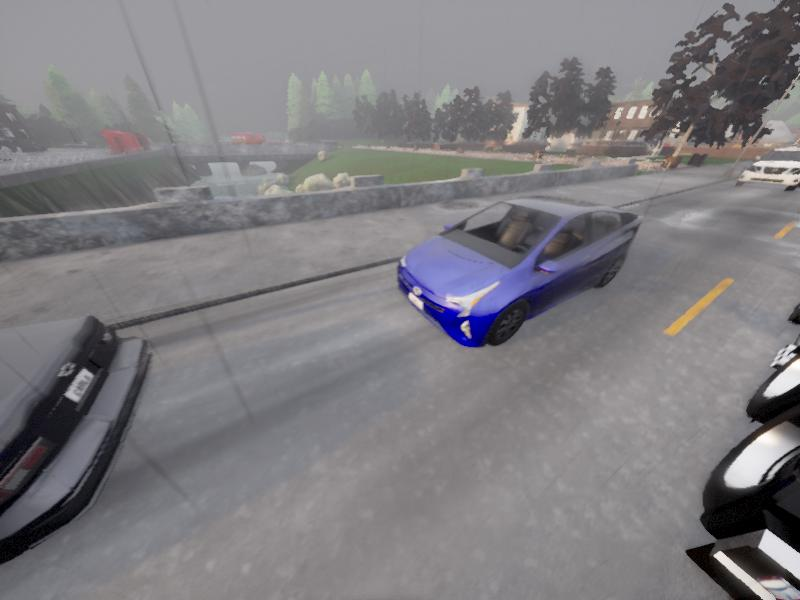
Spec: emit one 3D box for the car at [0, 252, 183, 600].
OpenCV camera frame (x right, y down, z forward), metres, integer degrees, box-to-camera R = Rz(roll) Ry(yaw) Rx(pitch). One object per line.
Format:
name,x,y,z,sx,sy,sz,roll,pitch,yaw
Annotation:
car,-4.601,1.390,0.748,5.357,1.411,2.033,-18,39,-24

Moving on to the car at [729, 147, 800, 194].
car,22.821,-7.879,13.778,5.566,2.045,2.150,-18,39,-25

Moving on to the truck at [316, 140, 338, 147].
truck,-24.264,-52.125,76.896,6.274,2.098,2.390,-18,39,-24

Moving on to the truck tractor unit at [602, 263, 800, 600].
truck tractor unit,5.114,-0.296,0.786,6.516,4.208,3.053,-18,39,-24

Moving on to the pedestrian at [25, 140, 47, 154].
pedestrian,-55.005,-23.135,34.928,0.751,1.860,0.751,-18,39,-25

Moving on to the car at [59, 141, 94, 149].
car,-74.278,-35.602,53.179,4.193,1.474,1.816,-18,39,-24

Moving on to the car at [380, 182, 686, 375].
car,2.168,-0.872,3.952,4.514,1.525,2.007,-18,39,-25

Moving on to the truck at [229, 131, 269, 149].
truck,-41.853,-44.471,64.199,8.468,3.827,2.891,-18,39,-24
